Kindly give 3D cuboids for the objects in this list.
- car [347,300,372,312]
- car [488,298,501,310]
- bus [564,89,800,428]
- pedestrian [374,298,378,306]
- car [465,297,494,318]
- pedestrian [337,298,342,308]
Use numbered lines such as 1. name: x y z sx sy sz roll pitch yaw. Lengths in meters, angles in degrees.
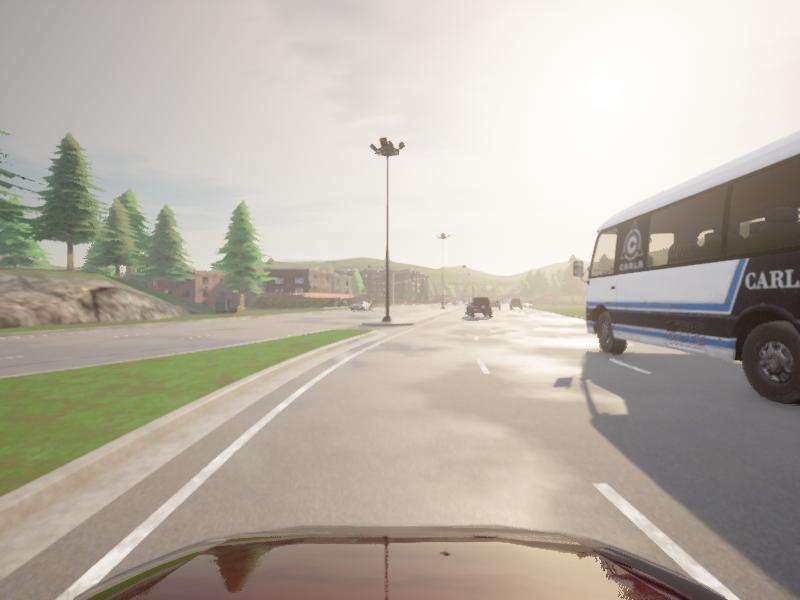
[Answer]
1. car: -5.575 0.824 56.164 2.038 1.542 4.974 0 0 12
2. car: 15.032 0.654 63.900 1.932 1.855 4.605 0 0 12
3. bus: 7.184 -0.533 8.220 3.944 4.253 10.273 0 0 3
4. pedestrian: -5.729 0.486 95.673 0.751 1.860 0.751 0 0 12
5. car: 7.217 0.646 36.615 1.905 1.878 3.866 0 0 1
6. pedestrian: -10.884 0.486 72.071 0.751 1.860 0.751 0 0 5
